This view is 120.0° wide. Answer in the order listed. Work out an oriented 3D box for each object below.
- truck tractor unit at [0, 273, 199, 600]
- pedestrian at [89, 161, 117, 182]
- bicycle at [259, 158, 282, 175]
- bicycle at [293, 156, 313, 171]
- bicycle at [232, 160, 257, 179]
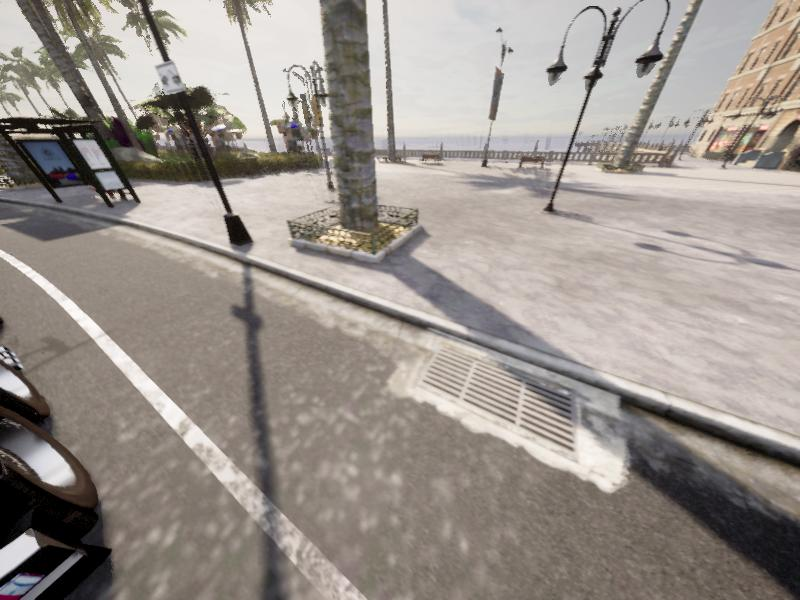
[{"bbox_3d":[-5.134,-0.277,0.758,6.516,4.208,3.053,17,39,24],"label":"truck tractor unit"},{"bbox_3d":[-18.546,-8.035,14.446,0.500,1.100,0.500,10,36,15],"label":"pedestrian"},{"bbox_3d":[-9.654,-9.955,17.236,1.643,1.024,0.373,18,39,24],"label":"bicycle"},{"bbox_3d":[-8.170,-11.465,19.386,1.643,1.024,0.373,18,39,24],"label":"bicycle"},{"bbox_3d":[-10.643,-8.948,15.802,1.643,1.024,0.373,18,39,24],"label":"bicycle"}]
